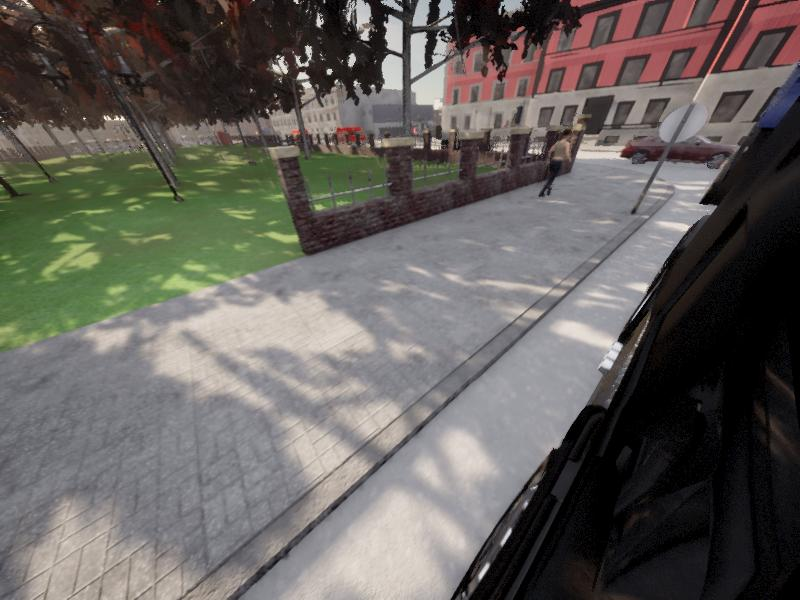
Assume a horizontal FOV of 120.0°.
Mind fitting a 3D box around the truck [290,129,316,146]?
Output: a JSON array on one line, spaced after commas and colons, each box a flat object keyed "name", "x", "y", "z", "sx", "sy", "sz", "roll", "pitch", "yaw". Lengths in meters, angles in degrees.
[{"name": "truck", "x": -19.019, "y": -31.827, "z": 45.247, "sx": 2.627, "sy": 2.467, "sz": 5.204, "roll": -27, "pitch": 45, "yaw": -28}]

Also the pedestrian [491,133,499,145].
[{"name": "pedestrian", "x": 11.039, "y": -18.738, "z": 26.842, "sx": 0.500, "sy": 1.100, "sz": 0.500, "roll": -22, "pitch": 41, "yaw": -24}]

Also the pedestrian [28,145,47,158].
[{"name": "pedestrian", "x": -68.513, "y": -28.075, "z": 43.684, "sx": 0.751, "sy": 1.860, "sz": 0.751, "roll": -10, "pitch": 37, "yaw": -9}]

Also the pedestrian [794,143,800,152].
[{"name": "pedestrian", "x": 24.000, "y": -9.553, "z": 13.124, "sx": 0.751, "sy": 1.860, "sz": 0.751, "roll": -31, "pitch": 45, "yaw": -32}]

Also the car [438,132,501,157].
[{"name": "car", "x": 5.928, "y": -13.793, "z": 20.409, "sx": 1.882, "sy": 1.535, "sz": 5.008, "roll": -27, "pitch": 43, "yaw": -29}]

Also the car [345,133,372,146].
[{"name": "car", "x": -7.006, "y": -26.773, "z": 38.483, "sx": 2.033, "sy": 1.649, "sz": 4.856, "roll": -27, "pitch": 43, "yaw": -29}]

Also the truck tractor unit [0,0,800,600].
[{"name": "truck tractor unit", "x": 2.645, "y": -0.295, "z": 0.351, "sx": 6.516, "sy": 4.208, "sz": 3.053, "roll": -28, "pitch": 44, "yaw": -30}]

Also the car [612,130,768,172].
[{"name": "car", "x": 14.420, "y": -7.755, "z": 11.888, "sx": 1.812, "sy": 1.442, "sz": 4.674, "roll": -27, "pitch": 43, "yaw": -29}]

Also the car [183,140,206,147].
[{"name": "car", "x": -65.019, "y": -49.556, "z": 73.170, "sx": 5.027, "sy": 1.651, "sz": 2.152, "roll": -27, "pitch": 43, "yaw": -29}]

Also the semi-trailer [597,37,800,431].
[{"name": "semi-trailer", "x": 8.726, "y": -3.587, "z": 4.199, "sx": 14.254, "sy": 4.402, "sz": 2.717, "roll": -28, "pitch": 44, "yaw": -29}]

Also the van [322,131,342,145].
[{"name": "van", "x": -13.117, "y": -31.230, "z": 44.524, "sx": 1.775, "sy": 1.987, "sz": 4.442, "roll": -27, "pitch": 44, "yaw": -29}]

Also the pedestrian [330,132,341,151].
[{"name": "pedestrian", "x": -7.785, "y": -19.148, "z": 27.939, "sx": 0.751, "sy": 1.860, "sz": 0.751, "roll": -27, "pitch": 43, "yaw": -29}]

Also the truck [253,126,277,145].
[{"name": "truck", "x": -36.671, "y": -44.594, "z": 62.678, "sx": 2.891, "sy": 3.827, "sz": 8.468, "roll": -27, "pitch": 43, "yaw": -29}]

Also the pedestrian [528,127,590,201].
[{"name": "pedestrian", "x": 4.850, "y": -4.213, "z": 7.200, "sx": 0.751, "sy": 1.860, "sz": 0.751, "roll": -13, "pitch": 38, "yaw": -13}]

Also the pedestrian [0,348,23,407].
[{"name": "pedestrian", "x": -4.426, "y": 0.308, "z": 1.743, "sx": 0.751, "sy": 1.860, "sz": 0.751, "roll": 24, "pitch": 44, "yaw": 31}]

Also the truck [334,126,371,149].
[{"name": "truck", "x": -6.868, "y": -23.207, "z": 33.006, "sx": 2.627, "sy": 2.467, "sz": 5.204, "roll": -27, "pitch": 43, "yaw": -29}]
